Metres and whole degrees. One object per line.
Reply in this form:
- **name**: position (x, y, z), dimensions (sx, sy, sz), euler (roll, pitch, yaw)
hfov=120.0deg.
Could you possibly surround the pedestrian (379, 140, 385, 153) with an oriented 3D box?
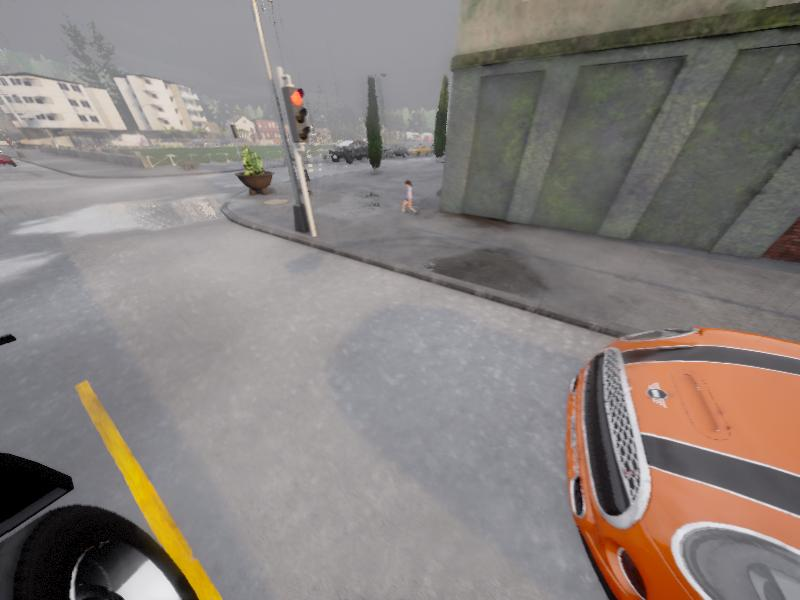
- **pedestrian**: position (-3.100, -26.934, 40.547), dimensions (0.751, 1.860, 0.751), euler (19, 39, 25)

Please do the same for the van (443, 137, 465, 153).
- **van**: position (10.992, -31.371, 46.650), dimensions (1.988, 2.561, 5.915), euler (20, 39, 25)

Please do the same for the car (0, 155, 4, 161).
- **car**: position (-45.704, -15.982, 25.053), dimensions (4.181, 1.385, 1.994), euler (18, 39, 24)

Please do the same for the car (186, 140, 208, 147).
- **car**: position (-54.475, -42.089, 62.138), dimensions (1.970, 1.475, 3.806), euler (20, 39, 25)

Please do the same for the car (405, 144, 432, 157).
- **car**: position (2.972, -23.465, 36.104), dimensions (1.801, 1.575, 5.366), euler (20, 39, 25)

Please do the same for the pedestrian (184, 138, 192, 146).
- **pedestrian**: position (-58.751, -43.920, 64.146), dimensions (0.751, 1.860, 0.751), euler (18, 39, 23)

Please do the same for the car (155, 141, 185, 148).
- **car**: position (-57.621, -39.075, 57.957), dimensions (1.895, 1.301, 4.718), euler (20, 39, 25)

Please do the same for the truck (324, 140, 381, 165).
- **truck**: position (-4.899, -16.306, 25.341), dimensions (2.390, 2.098, 6.274), euler (20, 39, 25)

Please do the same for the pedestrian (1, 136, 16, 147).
- **pedestrian**: position (-82.252, -33.277, 48.500), dimensions (0.751, 1.860, 0.751), euler (19, 39, 25)

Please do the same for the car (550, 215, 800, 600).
- **car**: position (3.376, 1.257, 0.621), dimensions (4.553, 1.767, 2.097), euler (20, 39, 25)

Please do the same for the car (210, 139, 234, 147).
- **car**: position (-51.160, -45.260, 66.566), dimensions (2.033, 1.649, 4.856), euler (20, 40, 25)

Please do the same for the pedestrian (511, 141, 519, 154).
- **pedestrian**: position (20.880, -27.613, 41.787), dimensions (0.751, 1.860, 0.751), euler (17, 38, 22)

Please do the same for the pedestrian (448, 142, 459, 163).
- **pedestrian**: position (5.596, -15.431, 24.194), dimensions (0.751, 1.860, 0.751), euler (14, 37, 19)

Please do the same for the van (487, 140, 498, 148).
- **van**: position (28.137, -47.199, 69.924), dimensions (1.775, 1.987, 4.442), euler (20, 39, 25)

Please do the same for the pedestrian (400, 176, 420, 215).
- **pedestrian**: position (0.329, -3.489, 7.747), dimensions (0.500, 1.100, 0.500), euler (11, 36, 15)

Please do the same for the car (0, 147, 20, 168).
- **car**: position (-35.885, -12.491, 20.178), dimensions (4.181, 1.385, 1.994), euler (19, 39, 25)

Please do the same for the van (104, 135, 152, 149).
- **van**: position (-61.476, -35.931, 52.437), dimensions (2.351, 2.431, 6.366), euler (20, 39, 25)

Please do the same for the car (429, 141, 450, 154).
- **car**: position (7.074, -27.428, 41.551), dimensions (1.932, 1.855, 4.605), euler (20, 39, 25)

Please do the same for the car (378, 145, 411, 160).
- **car**: position (-0.667, -20.030, 31.219), dimensions (2.128, 1.511, 4.902), euler (20, 39, 25)

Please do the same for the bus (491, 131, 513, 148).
- **bus**: position (34.133, -53.605, 77.159), dimensions (3.944, 4.253, 10.273), euler (20, 39, 25)

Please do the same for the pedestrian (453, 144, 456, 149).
- **pedestrian**: position (13.908, -39.286, 59.015), dimensions (0.500, 1.100, 0.500), euler (20, 39, 25)
